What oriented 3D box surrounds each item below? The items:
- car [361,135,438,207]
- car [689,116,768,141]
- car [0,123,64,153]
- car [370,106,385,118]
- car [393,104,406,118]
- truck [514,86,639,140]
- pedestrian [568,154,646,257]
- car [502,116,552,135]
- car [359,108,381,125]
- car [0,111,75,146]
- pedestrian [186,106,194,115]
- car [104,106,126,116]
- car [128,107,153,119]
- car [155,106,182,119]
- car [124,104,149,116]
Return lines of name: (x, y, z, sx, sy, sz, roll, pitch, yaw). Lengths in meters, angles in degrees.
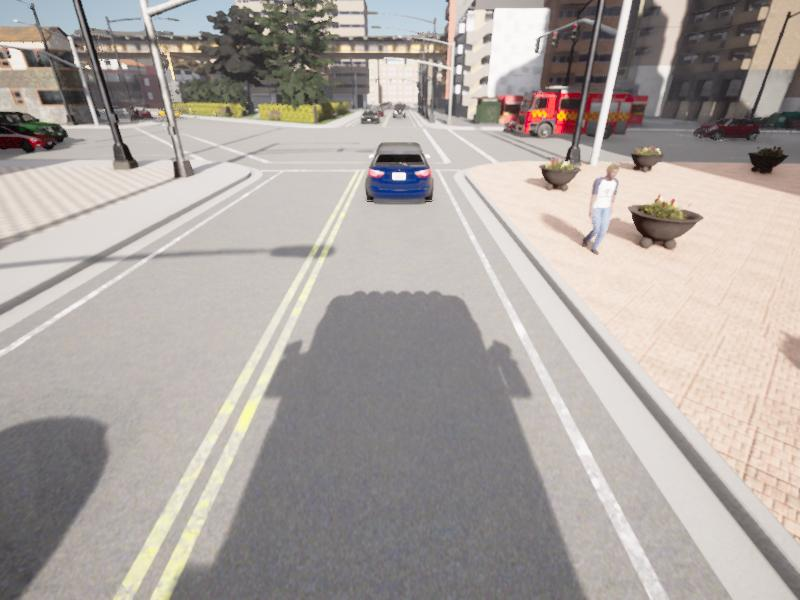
car: (-0.019, -4.662, 13.979, 2.242, 1.667, 4.611, 0, 27, 0)
car: (27.637, -14.513, 33.817, 4.553, 1.767, 2.097, 0, 27, -2)
car: (-23.176, -9.715, 23.972, 4.193, 1.474, 1.816, 0, 27, 0)
car: (-3.620, -30.463, 64.730, 2.163, 1.488, 4.792, 0, 27, 0)
car: (-0.114, -29.428, 62.272, 1.905, 1.878, 3.866, 0, 27, 0)
truck: (14.334, -15.523, 33.173, 8.468, 3.827, 2.891, 0, 27, -1)
pedestrian: (4.010, -1.850, 7.884, 0.751, 1.860, 0.751, 0, 27, 0)
car: (11.617, -16.078, 36.772, 3.806, 1.475, 1.970, 0, 27, -1)
car: (-3.597, -22.440, 48.854, 2.152, 1.651, 5.027, 0, 27, 0)
car: (-25.845, -11.580, 26.964, 5.566, 2.045, 2.150, 0, 27, -1)
pedestrian: (-35.363, -31.932, 67.396, 0.751, 1.300, 0.751, 18, 32, 31)
car: (-48.603, -32.261, 68.209, 3.806, 1.475, 1.970, 24, 36, 39)
car: (-38.558, -27.793, 59.466, 3.806, 1.475, 1.970, 24, 36, 39)
car: (-35.329, -28.637, 61.010, 5.366, 1.575, 1.801, 24, 36, 38)
car: (-46.722, -33.710, 70.891, 5.027, 1.651, 2.152, 24, 36, 38)
